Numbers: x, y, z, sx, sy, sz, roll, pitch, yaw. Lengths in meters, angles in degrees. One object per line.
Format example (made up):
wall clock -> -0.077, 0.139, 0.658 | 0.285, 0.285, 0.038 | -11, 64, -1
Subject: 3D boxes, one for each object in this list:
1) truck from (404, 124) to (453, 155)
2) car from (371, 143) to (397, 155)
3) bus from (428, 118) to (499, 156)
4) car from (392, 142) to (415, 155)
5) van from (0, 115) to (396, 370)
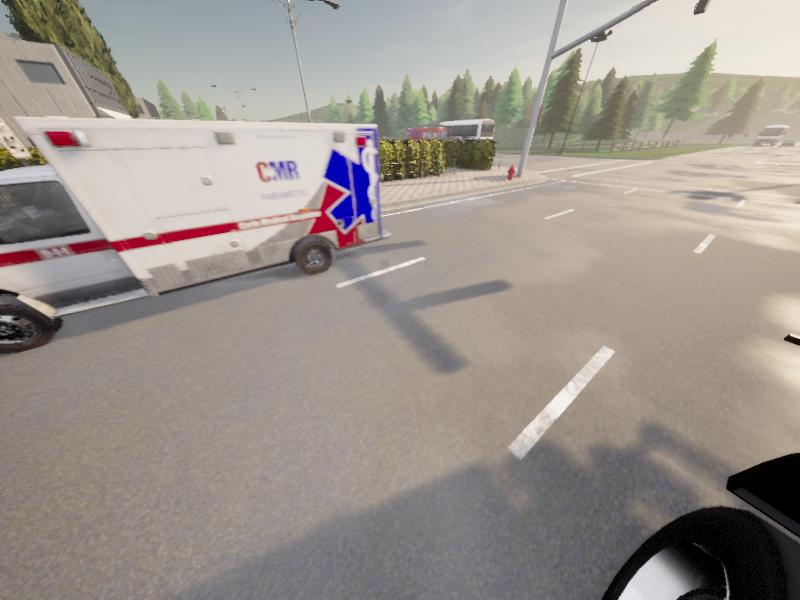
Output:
truck -> 4.298, -26.231, 37.773 | 2.891, 3.827, 8.468 | -22, 40, -27
car -> -2.555, -23.866, 36.536 | 1.812, 1.442, 4.674 | -22, 40, -27
bus -> 9.440, -25.520, 36.357 | 3.944, 4.253, 10.273 | -22, 40, -27
car -> 0.485, -24.957, 37.920 | 1.851, 1.617, 3.988 | -22, 40, -27
van -> -3.384, -1.570, 4.055 | 6.366, 2.431, 2.351 | -22, 41, -28
